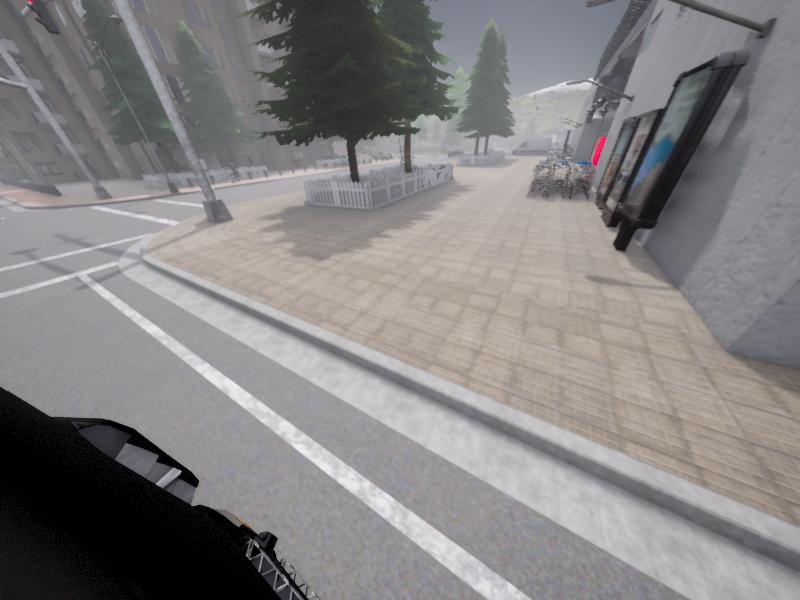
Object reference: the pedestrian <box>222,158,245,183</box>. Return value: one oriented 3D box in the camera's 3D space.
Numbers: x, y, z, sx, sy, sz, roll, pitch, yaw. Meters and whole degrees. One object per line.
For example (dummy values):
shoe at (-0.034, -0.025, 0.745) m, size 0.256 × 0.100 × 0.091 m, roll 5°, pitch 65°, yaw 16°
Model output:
pedestrian at (-14.470, -11.262, 20.114) m, size 0.751 × 1.860 × 0.751 m, roll 15°, pitch 37°, yaw 25°

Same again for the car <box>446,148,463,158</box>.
car at (10.920, -29.113, 45.816) m, size 1.837 × 1.490 × 4.892 m, roll 15°, pitch 37°, yaw 25°

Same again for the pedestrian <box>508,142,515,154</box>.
pedestrian at (21.589, -29.499, 44.920) m, size 0.751 × 1.860 × 0.751 m, roll 3°, pitch 34°, yaw 9°

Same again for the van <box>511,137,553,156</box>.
van at (23.103, -26.911, 40.598) m, size 5.915 × 2.561 × 1.988 m, roll 15°, pitch 37°, yaw 25°
